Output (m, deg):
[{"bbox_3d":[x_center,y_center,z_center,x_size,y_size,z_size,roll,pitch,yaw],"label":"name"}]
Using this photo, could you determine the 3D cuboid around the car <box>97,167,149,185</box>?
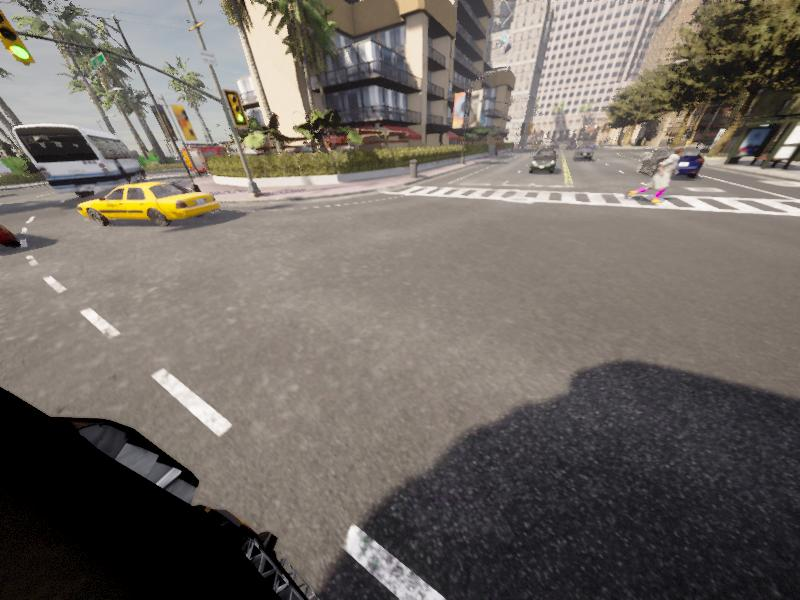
[{"bbox_3d":[-31.673,-14.371,26.644,1.970,1.475,3.806,-12,34,-13],"label":"car"}]

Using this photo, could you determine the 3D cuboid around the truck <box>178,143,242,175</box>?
[{"bbox_3d":[-29.947,-22.833,37.186,2.891,3.827,8.468,-3,33,0],"label":"truck"}]

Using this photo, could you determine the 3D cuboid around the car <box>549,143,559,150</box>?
[{"bbox_3d":[41.142,-40.920,61.636,1.994,1.385,4.181,16,38,25],"label":"car"}]

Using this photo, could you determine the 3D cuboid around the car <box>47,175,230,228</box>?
[{"bbox_3d":[-10.212,-3.975,9.294,5.366,1.575,1.801,4,34,9],"label":"car"}]

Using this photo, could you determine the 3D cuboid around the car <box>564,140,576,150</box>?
[{"bbox_3d":[43.734,-39.833,59.352,1.905,1.878,3.866,16,38,26],"label":"car"}]

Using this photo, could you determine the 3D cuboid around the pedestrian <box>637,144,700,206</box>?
[{"bbox_3d":[9.618,-4.527,8.399,0.751,1.860,0.751,21,40,31],"label":"pedestrian"}]

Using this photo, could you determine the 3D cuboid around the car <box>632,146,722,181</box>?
[{"bbox_3d":[16.927,-8.679,14.539,2.163,1.488,4.792,16,38,25],"label":"car"}]

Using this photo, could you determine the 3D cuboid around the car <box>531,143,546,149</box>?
[{"bbox_3d":[43.932,-48.957,73.451,1.801,1.575,5.366,1,34,6],"label":"car"}]

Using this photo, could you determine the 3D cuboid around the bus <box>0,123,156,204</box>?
[{"bbox_3d":[-24.536,-11.072,18.628,3.944,4.253,10.273,-23,38,-27],"label":"bus"}]

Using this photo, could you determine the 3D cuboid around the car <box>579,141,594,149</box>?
[{"bbox_3d":[46.945,-38.977,58.197,2.163,1.488,4.792,15,37,25],"label":"car"}]

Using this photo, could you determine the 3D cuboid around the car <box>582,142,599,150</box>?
[{"bbox_3d":[42.949,-34.779,52.203,2.033,1.411,5.357,13,37,22],"label":"car"}]

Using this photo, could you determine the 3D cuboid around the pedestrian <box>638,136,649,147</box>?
[{"bbox_3d":[52.601,-34.193,49.892,0.751,1.860,0.751,11,36,19],"label":"pedestrian"}]

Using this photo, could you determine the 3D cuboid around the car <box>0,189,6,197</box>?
[{"bbox_3d":[-34.934,-8.448,17.791,2.152,1.651,5.027,-17,36,-20],"label":"car"}]

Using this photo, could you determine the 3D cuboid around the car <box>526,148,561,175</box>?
[{"bbox_3d":[11.608,-11.204,18.626,1.851,1.617,3.988,16,38,25],"label":"car"}]

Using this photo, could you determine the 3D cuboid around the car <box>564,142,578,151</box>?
[{"bbox_3d":[40.612,-36.575,54.889,2.033,1.649,4.856,16,38,25],"label":"car"}]

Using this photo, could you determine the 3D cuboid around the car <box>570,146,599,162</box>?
[{"bbox_3d":[21.610,-17.280,27.289,2.033,1.411,5.357,16,38,25],"label":"car"}]

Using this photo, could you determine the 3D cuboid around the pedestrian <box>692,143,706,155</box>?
[{"bbox_3d":[33.617,-17.011,25.964,0.500,1.100,0.500,21,40,31],"label":"pedestrian"}]

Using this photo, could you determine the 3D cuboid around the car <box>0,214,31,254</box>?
[{"bbox_3d":[-14.201,-2.155,7.014,4.181,1.385,1.994,11,36,20],"label":"car"}]

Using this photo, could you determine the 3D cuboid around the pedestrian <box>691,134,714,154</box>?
[{"bbox_3d":[35.492,-18.330,27.135,0.751,1.860,0.751,15,37,25],"label":"pedestrian"}]
